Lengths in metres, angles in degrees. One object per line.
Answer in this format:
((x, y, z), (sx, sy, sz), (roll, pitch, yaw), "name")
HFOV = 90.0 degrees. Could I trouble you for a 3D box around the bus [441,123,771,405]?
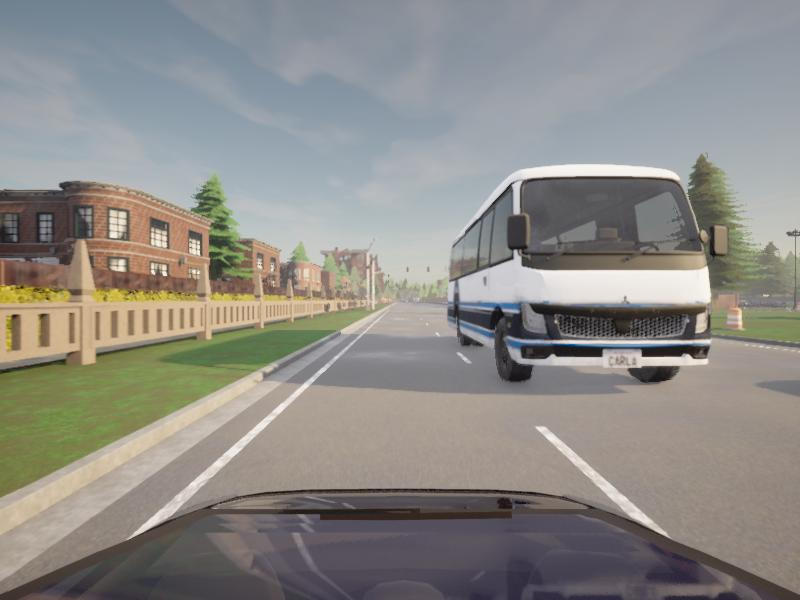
((3.623, -0.535, 11.166), (3.944, 4.253, 10.273), (0, 0, 0), "bus")
